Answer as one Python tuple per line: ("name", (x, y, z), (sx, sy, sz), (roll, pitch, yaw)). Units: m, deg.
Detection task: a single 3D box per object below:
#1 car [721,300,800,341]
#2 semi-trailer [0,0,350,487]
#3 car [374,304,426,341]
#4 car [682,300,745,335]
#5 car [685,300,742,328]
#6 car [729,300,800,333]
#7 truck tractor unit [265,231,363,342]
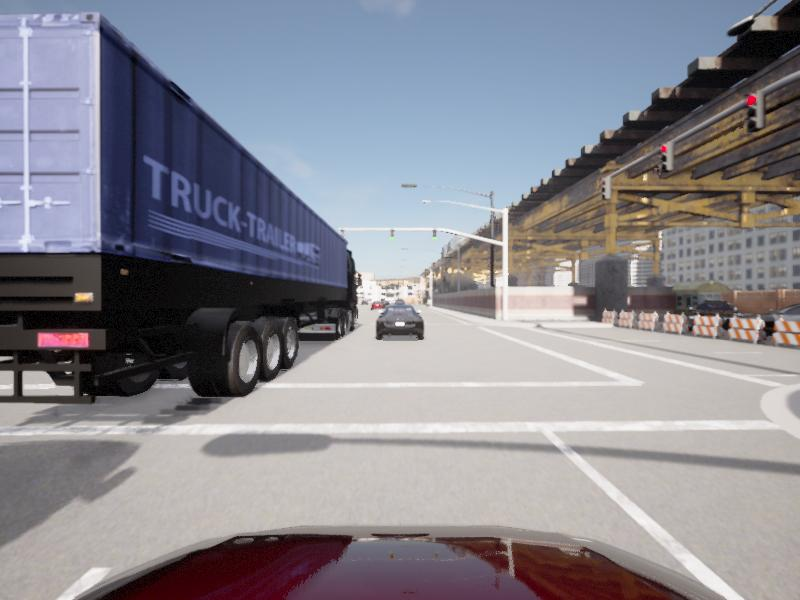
("car", (15.945, 0.787, 15.636), (2.038, 1.542, 4.974), (0, 0, -36))
("semi-trailer", (-3.715, -0.623, 10.532), (2.717, 4.402, 14.254), (0, 0, 1))
("car", (0.001, 0.897, 17.489), (1.994, 1.385, 4.181), (0, 0, 0))
("car", (15.934, 0.785, 20.244), (2.038, 1.542, 4.974), (0, 0, 44))
("car", (15.969, 0.627, 20.282), (1.853, 1.218, 4.536), (0, 0, 44))
("car", (15.976, 0.630, 15.594), (1.853, 1.218, 4.536), (0, 0, -36))
("truck tractor unit", (-3.565, -0.529, 18.445), (3.053, 4.208, 6.516), (0, 0, 1))
